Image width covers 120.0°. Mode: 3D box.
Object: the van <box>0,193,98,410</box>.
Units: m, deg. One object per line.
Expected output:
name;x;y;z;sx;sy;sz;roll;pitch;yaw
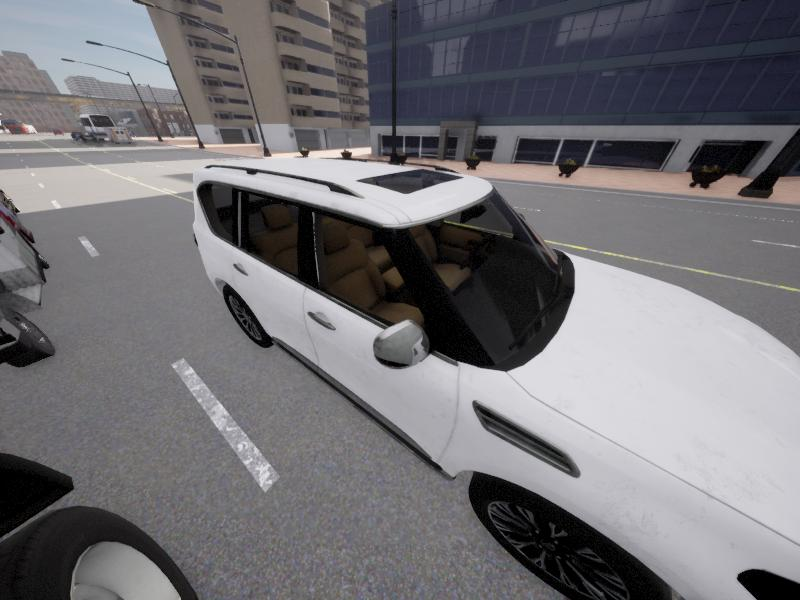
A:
van;-6.910;-0.725;2.804;6.366;2.431;2.351;22;41;28

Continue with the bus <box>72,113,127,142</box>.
bus;-60.722;-34.806;46.660;10.273;4.253;3.944;24;41;27

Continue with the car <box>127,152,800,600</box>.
car;-0.020;-0.211;2.438;5.566;2.045;2.150;23;41;28

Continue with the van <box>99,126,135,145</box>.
van;-51.766;-30.143;42.305;6.366;2.431;2.351;24;42;27

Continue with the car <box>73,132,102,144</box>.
car;-56.377;-29.259;41.689;4.902;1.511;2.128;24;42;27

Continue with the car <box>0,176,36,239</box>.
car;-12.932;-2.857;6.571;4.902;1.511;2.128;23;41;28
